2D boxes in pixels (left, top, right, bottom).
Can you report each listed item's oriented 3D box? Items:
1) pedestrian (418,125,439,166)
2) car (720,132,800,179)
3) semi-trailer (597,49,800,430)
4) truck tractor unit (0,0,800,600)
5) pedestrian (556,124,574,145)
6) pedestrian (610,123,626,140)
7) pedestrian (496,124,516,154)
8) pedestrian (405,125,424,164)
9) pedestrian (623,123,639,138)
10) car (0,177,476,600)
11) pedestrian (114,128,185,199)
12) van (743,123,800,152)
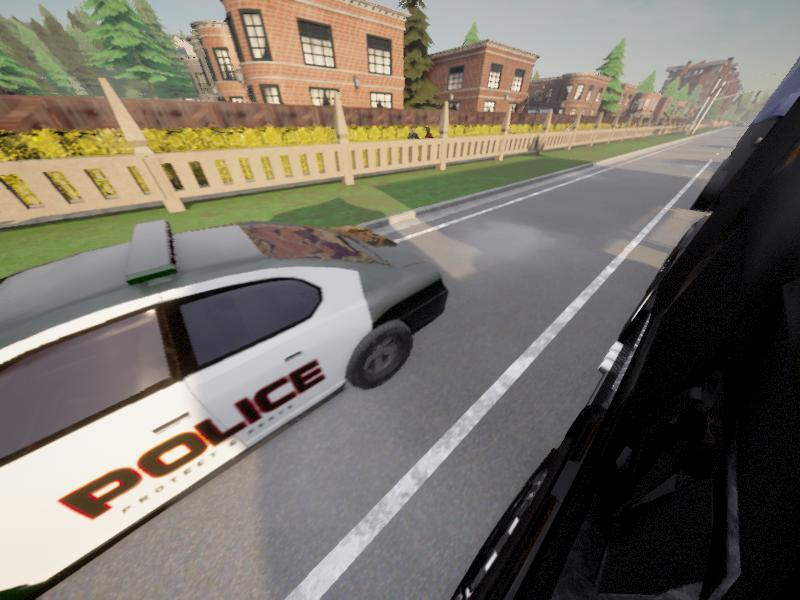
[{"bbox_3d":[1.567,-8.651,12.980,0.751,1.860,0.751,-26,45,-30],"label":"pedestrian"},{"bbox_3d":[19.347,-7.777,12.220,5.027,1.651,2.152,-27,45,-31],"label":"car"},{"bbox_3d":[8.738,-3.475,4.331,14.254,4.402,2.717,-27,45,-31],"label":"semi-trailer"},{"bbox_3d":[2.645,-0.295,0.351,6.516,4.208,3.053,-28,43,-30],"label":"truck tractor unit"},{"bbox_3d":[17.599,-17.664,24.660,0.751,1.860,0.751,-28,45,-31],"label":"pedestrian"},{"bbox_3d":[30.036,-23.177,31.797,0.751,1.860,0.751,-27,45,-31],"label":"pedestrian"},{"bbox_3d":[8.376,-12.731,18.271,0.751,1.860,0.751,-28,45,-31],"label":"pedestrian"},{"bbox_3d":[0.808,-9.177,13.673,0.751,1.860,0.751,-27,45,-30],"label":"pedestrian"},{"bbox_3d":[35.150,-25.776,35.163,0.751,1.860,0.751,-23,43,-27],"label":"pedestrian"},{"bbox_3d":[-1.924,0.393,1.744,4.974,1.542,2.038,-27,45,-30],"label":"car"},{"bbox_3d":[-8.013,-4.379,7.456,0.751,1.860,0.751,-31,47,-34],"label":"pedestrian"},{"bbox_3d":[34.655,-15.057,21.340,4.442,1.987,1.775,-18,41,-22],"label":"van"}]
